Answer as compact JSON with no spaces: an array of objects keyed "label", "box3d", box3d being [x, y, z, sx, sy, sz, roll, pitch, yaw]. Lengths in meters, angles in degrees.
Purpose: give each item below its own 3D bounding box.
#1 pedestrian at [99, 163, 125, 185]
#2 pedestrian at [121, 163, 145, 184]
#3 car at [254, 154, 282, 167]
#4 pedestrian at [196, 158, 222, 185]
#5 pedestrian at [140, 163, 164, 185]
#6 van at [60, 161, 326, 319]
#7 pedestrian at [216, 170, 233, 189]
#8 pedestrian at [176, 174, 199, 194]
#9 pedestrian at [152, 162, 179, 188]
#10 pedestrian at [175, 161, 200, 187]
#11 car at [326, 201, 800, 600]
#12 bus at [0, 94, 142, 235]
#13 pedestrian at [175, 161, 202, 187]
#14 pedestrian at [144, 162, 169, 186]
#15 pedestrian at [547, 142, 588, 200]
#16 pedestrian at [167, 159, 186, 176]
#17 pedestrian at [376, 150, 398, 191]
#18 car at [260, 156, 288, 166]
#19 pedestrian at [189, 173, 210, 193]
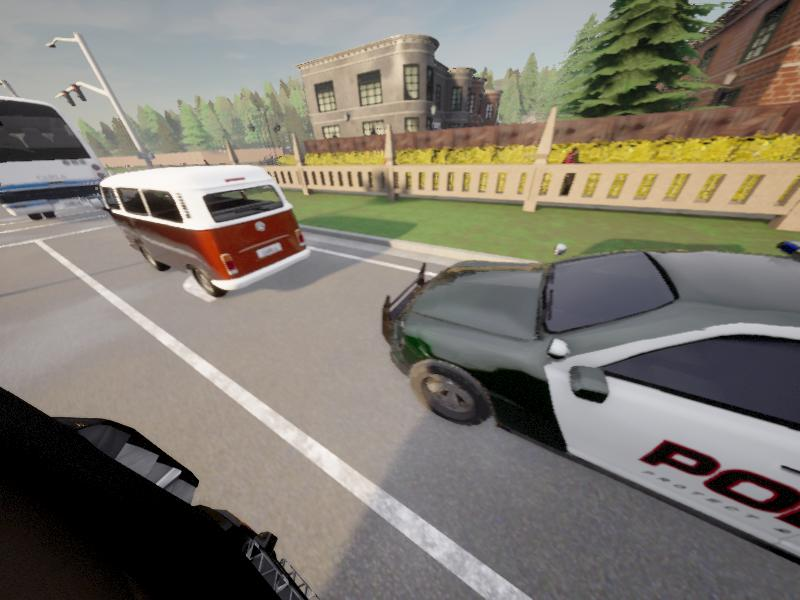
[{"label":"pedestrian","box3d":[-29.050,-12.714,23.299,0.751,1.860,0.751,18,39,28]},{"label":"pedestrian","box3d":[-28.080,-13.302,24.294,0.751,1.860,0.751,14,37,24]},{"label":"car","box3d":[-25.108,-26.588,44.114,1.905,1.878,3.866,16,38,26]},{"label":"pedestrian","box3d":[-15.765,-10.656,19.136,0.751,1.860,0.751,0,34,4]},{"label":"pedestrian","box3d":[-25.083,-12.708,23.372,0.751,1.860,0.751,19,39,29]},{"label":"van","box3d":[-4.145,-1.613,4.823,4.480,2.038,2.069,16,38,26]},{"label":"pedestrian","box3d":[-12.510,-8.584,16.466,0.500,1.100,0.500,26,43,36]},{"label":"pedestrian","box3d":[-13.654,-7.450,14.840,0.500,1.100,0.500,5,34,12]},{"label":"pedestrian","box3d":[-20.176,-10.783,19.923,0.751,1.860,0.751,19,39,29]},{"label":"pedestrian","box3d":[-18.436,-10.949,20.081,0.751,1.860,0.751,18,39,28]},{"label":"car","box3d":[2.133,0.393,1.803,4.974,1.542,2.038,16,38,26]},{"label":"bus","box3d":[-18.050,-6.745,11.564,10.273,4.253,3.944,21,40,31]},{"label":"pedestrian","box3d":[-17.945,-10.703,19.641,0.751,1.860,0.751,7,35,14]},{"label":"pedestrian","box3d":[-22.928,-11.860,21.746,0.751,1.860,0.751,20,40,30]},{"label":"pedestrian","box3d":[6.421,-4.980,8.974,0.751,1.860,0.751,15,37,25]},{"label":"pedestrian","box3d":[-27.954,-16.575,28.940,0.751,1.860,0.751,8,35,16]},{"label":"pedestrian","box3d":[-0.696,-7.113,12.703,0.751,1.860,0.751,17,38,27]},{"label":"car","box3d":[-26.260,-29.074,48.348,1.812,1.442,4.674,16,38,26]},{"label":"pedestrian","box3d":[-13.173,-7.701,15.184,0.500,1.100,0.500,8,35,15]}]
